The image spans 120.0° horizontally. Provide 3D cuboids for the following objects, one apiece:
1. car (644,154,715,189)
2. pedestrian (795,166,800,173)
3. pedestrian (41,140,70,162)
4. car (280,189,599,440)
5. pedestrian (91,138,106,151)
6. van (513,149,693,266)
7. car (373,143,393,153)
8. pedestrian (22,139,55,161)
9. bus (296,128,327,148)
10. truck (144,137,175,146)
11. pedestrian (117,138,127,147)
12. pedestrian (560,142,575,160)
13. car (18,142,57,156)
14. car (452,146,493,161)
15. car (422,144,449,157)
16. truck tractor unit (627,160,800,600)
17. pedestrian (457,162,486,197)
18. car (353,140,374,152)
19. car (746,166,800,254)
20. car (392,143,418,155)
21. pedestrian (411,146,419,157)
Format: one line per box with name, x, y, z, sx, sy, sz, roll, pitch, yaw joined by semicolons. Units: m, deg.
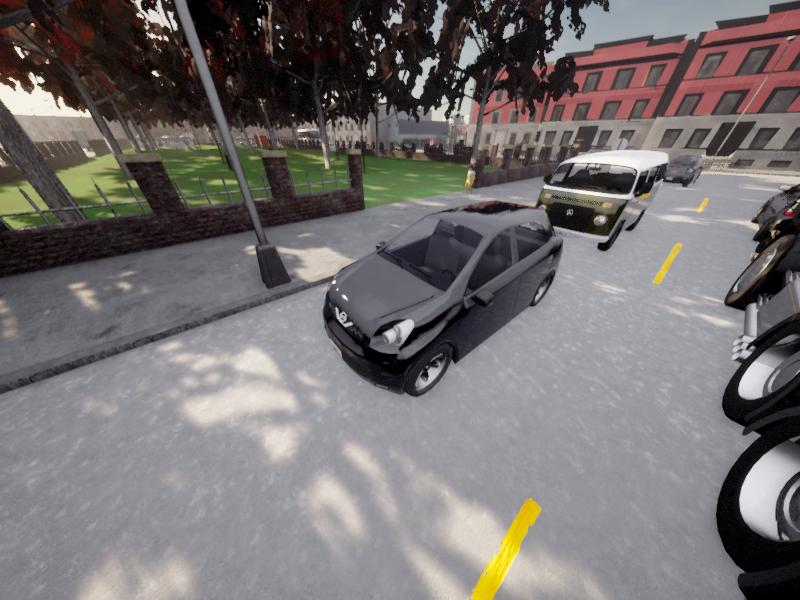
car;17.153;-7.970;14.179;3.633;1.501;1.845;-23;41;-30
pedestrian;33.548;-11.365;18.668;0.751;1.860;0.751;-18;39;-24
pedestrian;-35.181;-15.286;23.641;0.751;1.860;0.751;-25;42;-32
car;0.724;-0.398;3.217;3.633;1.501;1.845;-25;42;-31
pedestrian;-53.626;-27.599;41.059;0.751;1.860;0.751;-23;41;-29
van;5.528;-2.844;6.309;4.480;2.038;2.069;-25;42;-31
car;-3.197;-28.656;43.587;1.970;1.475;3.806;-25;42;-31
pedestrian;-37.356;-15.476;23.893;0.751;1.860;0.751;-7;36;-11
bus;-24.647;-44.939;64.243;3.944;4.253;10.273;-25;41;-32
truck;-75.993;-50.159;73.091;6.274;2.098;2.390;-25;42;-31
pedestrian;-69.869;-39.631;58.080;0.751;1.860;0.751;-27;43;-33
pedestrian;21.001;-18.682;29.005;0.751;1.860;0.751;-25;42;-31
car;-50.968;-21.303;32.603;1.845;1.501;3.633;-25;42;-32
car;9.594;-19.681;30.870;1.837;1.490;4.892;-26;43;-32
car;5.321;-22.707;35.101;1.789;1.549;3.705;-25;42;-31
truck tractor unit;4.920;-0.458;1.002;6.516;4.208;3.053;-26;43;-32
pedestrian;3.243;-5.496;10.497;0.751;1.300;0.751;-25;42;-31
car;-7.626;-31.932;47.876;1.932;1.855;4.605;-25;42;-31
car;11.445;-2.461;6.194;3.988;1.617;1.851;-25;42;-31
car;0.755;-25.902;39.647;2.007;1.525;4.514;-25;42;-31
pedestrian;2.025;-20.684;32.178;0.751;1.300;0.751;-25;42;-32
